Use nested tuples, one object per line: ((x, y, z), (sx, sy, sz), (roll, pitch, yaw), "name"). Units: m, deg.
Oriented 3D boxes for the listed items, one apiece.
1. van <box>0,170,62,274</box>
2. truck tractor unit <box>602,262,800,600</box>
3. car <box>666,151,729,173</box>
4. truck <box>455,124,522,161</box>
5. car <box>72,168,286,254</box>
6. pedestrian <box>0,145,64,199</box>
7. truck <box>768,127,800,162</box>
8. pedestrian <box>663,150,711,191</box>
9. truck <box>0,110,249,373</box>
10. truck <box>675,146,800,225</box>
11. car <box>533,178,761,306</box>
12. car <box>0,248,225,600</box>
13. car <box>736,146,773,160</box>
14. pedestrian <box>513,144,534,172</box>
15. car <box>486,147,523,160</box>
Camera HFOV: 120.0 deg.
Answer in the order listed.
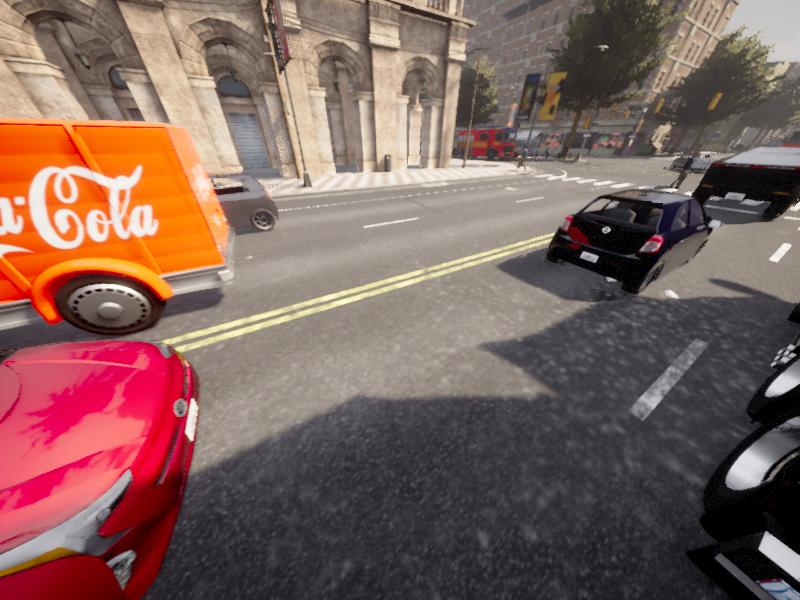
((-11.112, -1.281, 3.532), (5.915, 2.561, 1.988), (-18, 39, -24), "van")
((5.106, -0.305, 0.787), (6.516, 4.208, 3.053), (-18, 39, -24), "truck tractor unit")
((26.939, -12.705, 21.163), (1.970, 1.475, 3.806), (15, 38, 20), "car")
((11.946, -22.075, 32.452), (2.891, 3.827, 8.468), (-18, 39, -24), "truck")
((-5.481, -2.685, 6.474), (3.633, 1.501, 1.845), (-18, 39, -24), "car")
((-15.393, -5.309, 9.570), (0.751, 1.860, 0.751), (-21, 40, -28), "pedestrian")
((56.183, -21.606, 32.118), (8.468, 3.827, 2.891), (-18, 39, -25), "truck")
((15.507, -7.050, 12.572), (0.751, 1.860, 0.751), (21, 40, 27), "pedestrian")
((-5.380, -0.795, 2.938), (5.204, 2.467, 2.627), (-18, 39, -24), "truck")
((14.508, -4.846, 9.236), (6.274, 2.098, 2.390), (-18, 39, -24), "truck")
((4.998, -1.485, 4.828), (3.633, 1.501, 1.845), (-18, 39, -25), "car")
((-3.596, 1.320, 0.738), (4.514, 1.525, 2.007), (-18, 39, -24), "car")
((53.253, -22.059, 34.657), (5.238, 1.638, 1.930), (-19, 39, -25), "car")
((9.861, -11.371, 18.471), (0.751, 1.860, 0.751), (-27, 43, -33), "pedestrian")
((15.274, -21.729, 34.194), (1.895, 1.301, 4.718), (-18, 39, -24), "car")
